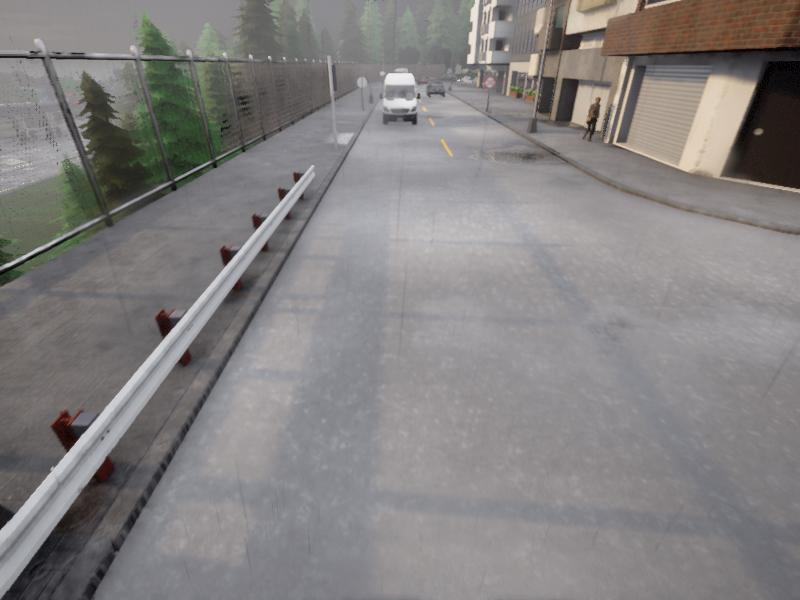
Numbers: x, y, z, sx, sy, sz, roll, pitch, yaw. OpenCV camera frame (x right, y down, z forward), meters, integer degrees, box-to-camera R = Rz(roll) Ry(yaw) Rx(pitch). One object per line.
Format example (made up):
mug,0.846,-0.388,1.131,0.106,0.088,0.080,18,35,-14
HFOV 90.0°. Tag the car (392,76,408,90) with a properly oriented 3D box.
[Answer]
car,-0.010,-31.749,58.450,2.152,1.651,5.027,0,30,0

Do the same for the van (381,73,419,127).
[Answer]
van,-0.003,-12.387,24.562,1.988,2.561,5.915,0,30,0

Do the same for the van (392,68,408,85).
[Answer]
van,0.052,-40.874,73.093,1.988,2.561,5.915,4,31,9

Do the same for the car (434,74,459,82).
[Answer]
car,9.573,-45.556,82.154,4.674,1.442,1.812,-5,31,-8

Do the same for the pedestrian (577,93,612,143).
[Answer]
pedestrian,8.259,-7.755,17.074,0.751,1.860,0.751,0,30,1

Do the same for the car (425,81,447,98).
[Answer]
car,4.000,-23.757,45.064,2.033,1.411,5.357,0,30,0
